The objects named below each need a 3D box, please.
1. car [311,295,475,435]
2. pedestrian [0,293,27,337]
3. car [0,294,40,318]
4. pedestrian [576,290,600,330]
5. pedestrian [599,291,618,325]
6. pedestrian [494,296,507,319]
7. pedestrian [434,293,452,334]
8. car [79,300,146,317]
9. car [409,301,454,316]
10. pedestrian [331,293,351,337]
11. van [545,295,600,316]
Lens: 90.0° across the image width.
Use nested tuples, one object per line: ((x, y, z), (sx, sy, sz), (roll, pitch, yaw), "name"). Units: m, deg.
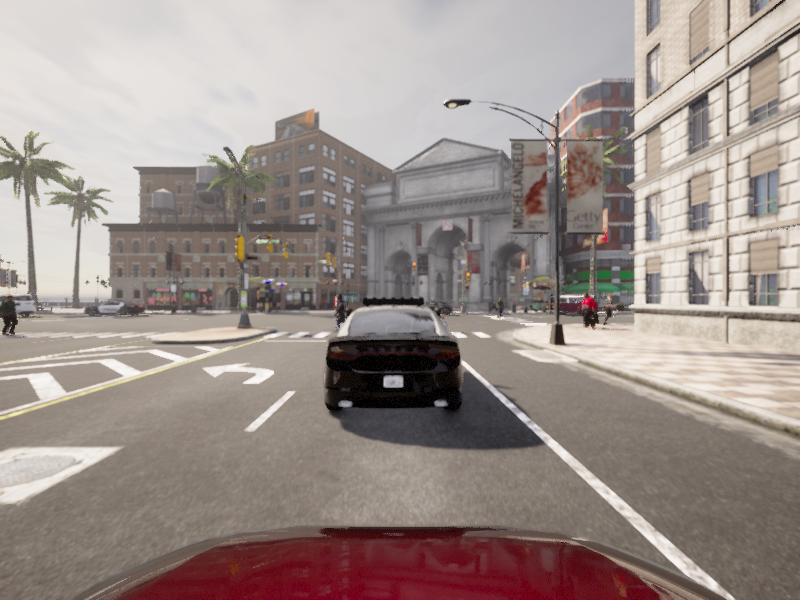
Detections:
((-0.118, 0.763, 7.317), (1.930, 1.638, 5.238), (0, 0, -1), "car")
((-16.865, 0.617, 17.298), (0.751, 1.860, 0.751), (0, 0, 2), "pedestrian")
((-35.469, 0.527, 35.248), (5.566, 2.045, 2.150), (0, 0, 0), "car")
((8.965, 0.464, 19.098), (0.751, 1.860, 0.751), (0, 0, -15), "pedestrian")
((11.715, 0.460, 22.455), (0.751, 1.860, 0.751), (0, 0, 8), "pedestrian")
((8.023, 0.601, 32.024), (0.751, 1.860, 0.751), (0, 0, -11), "pedestrian")
((1.979, 0.616, 18.588), (0.751, 1.860, 0.751), (0, 0, -2), "pedestrian")
((-27.719, 0.776, 38.702), (4.974, 1.542, 2.038), (0, 0, 1), "car")
((3.007, 0.810, 39.027), (4.193, 1.474, 1.816), (0, 0, 0), "car")
((-2.512, 0.618, 17.077), (0.751, 1.860, 0.751), (0, 0, -2), "pedestrian")
((16.832, 0.528, 39.128), (4.480, 2.038, 2.069), (0, 0, 0), "van")
